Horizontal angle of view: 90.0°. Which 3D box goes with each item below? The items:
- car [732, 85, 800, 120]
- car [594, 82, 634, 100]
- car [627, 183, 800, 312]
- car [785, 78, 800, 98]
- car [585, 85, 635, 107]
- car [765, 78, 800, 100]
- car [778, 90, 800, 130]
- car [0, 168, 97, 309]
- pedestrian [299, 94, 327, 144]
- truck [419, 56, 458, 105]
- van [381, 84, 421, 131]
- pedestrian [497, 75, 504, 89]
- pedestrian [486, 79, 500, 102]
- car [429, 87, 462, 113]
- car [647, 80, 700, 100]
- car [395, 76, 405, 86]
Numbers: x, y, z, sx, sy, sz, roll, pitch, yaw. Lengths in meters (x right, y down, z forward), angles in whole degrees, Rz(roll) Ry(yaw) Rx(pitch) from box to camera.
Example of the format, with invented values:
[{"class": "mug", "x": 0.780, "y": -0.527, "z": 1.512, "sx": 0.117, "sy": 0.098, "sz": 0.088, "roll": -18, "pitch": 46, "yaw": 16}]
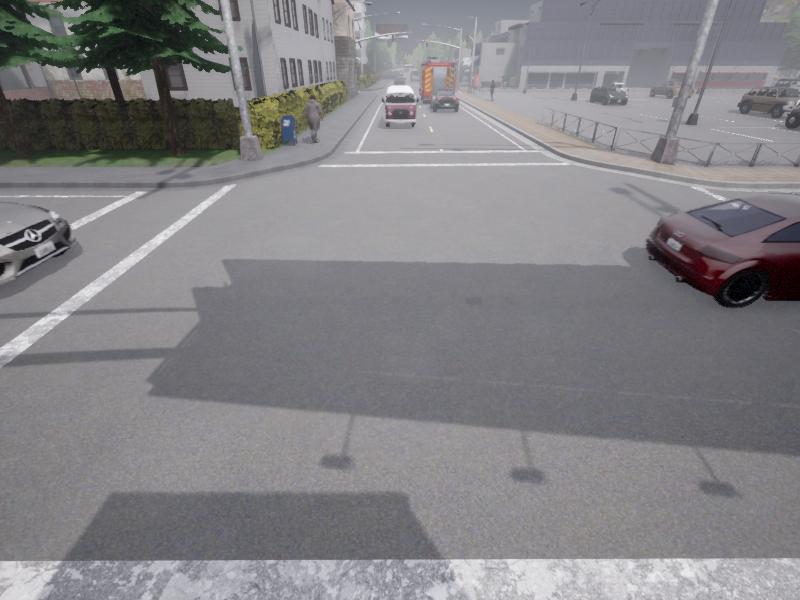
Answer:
[{"class": "car", "x": 25.887, "y": -13.696, "z": 27.574, "sx": 1.932, "sy": 1.855, "sz": 4.605, "roll": 0, "pitch": 30, "yaw": 0}, {"class": "car", "x": 22.565, "y": -22.177, "z": 42.367, "sx": 1.970, "sy": 1.475, "sz": 3.806, "roll": 0, "pitch": 30, "yaw": 0}, {"class": "car", "x": 6.478, "y": -0.933, "z": 6.516, "sx": 4.181, "sy": 1.385, "sz": 1.994, "roll": 0, "pitch": 31, "yaw": 0}, {"class": "car", "x": 44.680, "y": -22.693, "z": 42.984, "sx": 1.932, "sy": 1.855, "sz": 4.605, "roll": 0, "pitch": 30, "yaw": 0}, {"class": "car", "x": 18.920, "y": -18.561, "z": 36.305, "sx": 2.007, "sy": 1.523, "sz": 4.514, "roll": 0, "pitch": 30, "yaw": 0}, {"class": "car", "x": 41.776, "y": -22.499, "z": 42.611, "sx": 1.905, "sy": 1.878, "sz": 3.866, "roll": 0, "pitch": 30, "yaw": 0}, {"class": "car", "x": 22.620, "y": -9.742, "z": 20.762, "sx": 1.905, "sy": 1.878, "sz": 3.866, "roll": 0, "pitch": 30, "yaw": 0}, {"class": "car", "x": -8.597, "y": -1.089, "z": 6.656, "sx": 5.027, "sy": 1.651, "sz": 2.152, "roll": -1, "pitch": 30, "yaw": -1}, {"class": "pedestrian", "x": -3.649, "y": -7.624, "z": 16.881, "sx": 0.751, "sy": 1.860, "sz": 0.751, "roll": 3, "pitch": 30, "yaw": 6}, {"class": "truck", "x": 3.504, "y": -21.375, "z": 38.836, "sx": 2.891, "sy": 3.827, "sz": 8.468, "roll": 0, "pitch": 30, "yaw": 0}, {"class": "van", "x": -0.016, "y": -11.308, "z": 23.343, "sx": 2.069, "sy": 2.038, "sz": 4.480, "roll": -1, "pitch": 32, "yaw": -1}, {"class": "pedestrian", "x": 15.582, "y": -33.860, "z": 62.164, "sx": 0.751, "sy": 1.860, "sz": 0.751, "roll": 4, "pitch": 31, "yaw": 8}, {"class": "pedestrian", "x": 8.860, "y": -19.994, "z": 38.139, "sx": 0.751, "sy": 1.860, "sz": 0.751, "roll": -12, "pitch": 32, "yaw": -19}, {"class": "car", "x": 3.496, "y": -15.889, "z": 31.713, "sx": 2.038, "sy": 1.542, "sz": 4.974, "roll": 0, "pitch": 30, "yaw": 0}, {"class": "car", "x": 28.981, "y": -22.416, "z": 42.621, "sx": 2.152, "sy": 1.636, "sz": 5.027, "roll": 0, "pitch": 30, "yaw": 0}, {"class": "car", "x": 0.005, "y": -40.261, "z": 73.484, "sx": 1.837, "sy": 1.490, "sz": 4.892, "roll": 0, "pitch": 30, "yaw": 0}]
